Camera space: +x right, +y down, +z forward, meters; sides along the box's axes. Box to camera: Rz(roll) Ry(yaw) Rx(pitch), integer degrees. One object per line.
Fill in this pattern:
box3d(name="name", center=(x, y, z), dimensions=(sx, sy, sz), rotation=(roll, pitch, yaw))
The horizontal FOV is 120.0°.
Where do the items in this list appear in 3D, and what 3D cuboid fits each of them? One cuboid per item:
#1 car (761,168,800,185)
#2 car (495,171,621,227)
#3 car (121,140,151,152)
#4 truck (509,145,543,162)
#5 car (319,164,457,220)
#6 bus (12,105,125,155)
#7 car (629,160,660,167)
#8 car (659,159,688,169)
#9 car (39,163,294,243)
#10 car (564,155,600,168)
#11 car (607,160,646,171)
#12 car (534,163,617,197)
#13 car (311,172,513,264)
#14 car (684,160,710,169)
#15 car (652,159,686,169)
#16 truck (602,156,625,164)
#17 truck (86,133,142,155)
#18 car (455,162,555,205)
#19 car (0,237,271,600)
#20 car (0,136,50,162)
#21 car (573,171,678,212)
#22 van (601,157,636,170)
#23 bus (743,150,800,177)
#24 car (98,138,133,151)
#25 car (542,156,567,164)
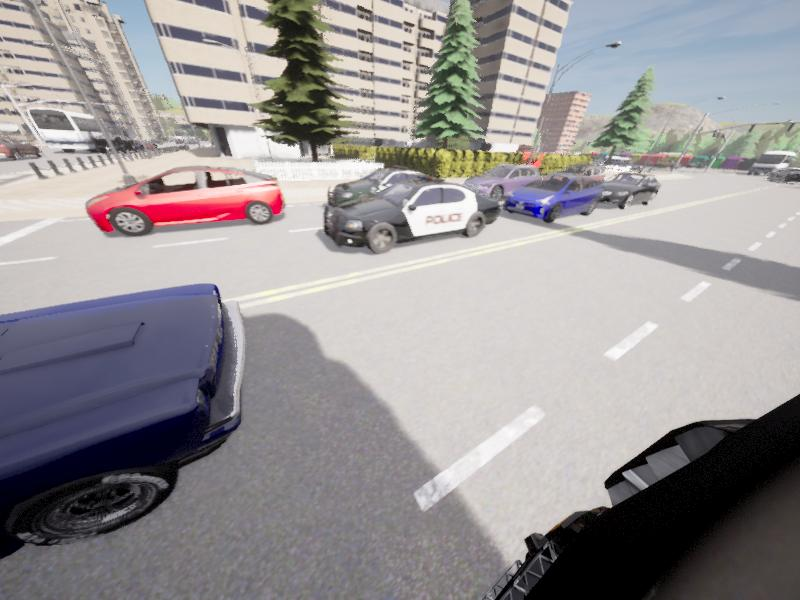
box3d(name="car", center=(54.356, -17.341, 32.299), dimensions=(1.930, 1.638, 5.238), rotation=(20, 37, 24))
box3d(name="car", center=(6.470, -4.311, 9.512), dimensions=(4.514, 1.525, 2.007), rotation=(-16, 38, -26))
box3d(name="car", center=(-40.789, -23.885, 35.815), dimensions=(1.816, 1.474, 4.193), rotation=(-16, 38, -26))
box3d(name="truck", center=(38.368, -44.940, 70.793), dimensions=(2.891, 3.827, 8.468), rotation=(-16, 38, -26))
box3d(name="car", center=(-0.401, -4.565, 9.422), dimensions=(4.974, 1.542, 2.038), rotation=(-16, 38, -26))
box3d(name="bus", center=(-41.158, -21.453, 29.615), dimensions=(3.944, 4.253, 10.273), rotation=(-16, 38, -26))
box3d(name="car", center=(67.079, -37.456, 63.392), dimensions=(2.033, 1.415, 5.357), rotation=(-16, 38, -26))
box3d(name="car", center=(67.957, -33.786, 57.504), dimensions=(1.905, 1.878, 3.866), rotation=(-16, 38, -26))
box3d(name="car", center=(-5.826, -3.037, 6.754), dimensions=(4.514, 1.525, 2.007), rotation=(-15, 37, -24))
box3d(name="car", center=(40.218, -30.797, 51.241), dimensions=(2.150, 2.045, 5.566), rotation=(-16, 38, -26))
box3d(name="car", center=(44.399, -26.432, 45.491), dimensions=(2.128, 1.511, 4.902), rotation=(-16, 38, -26))
box3d(name="car", center=(11.703, -8.120, 15.475), dimensions=(4.611, 1.667, 2.242), rotation=(-16, 38, -26))
box3d(name="car", center=(0.430, -2.569, 6.472), dimensions=(4.974, 1.542, 2.038), rotation=(-16, 38, -26))
box3d(name="car", center=(84.918, -38.700, 66.062), dimensions=(1.905, 1.878, 3.866), rotation=(-16, 38, -26))
box3d(name="car", center=(65.425, -33.093, 56.282), dimensions=(1.932, 1.855, 4.605), rotation=(-16, 38, -26))
box3d(name="truck", center=(69.065, -45.364, 74.842), dimensions=(2.069, 2.038, 4.478), rotation=(-16, 38, -26))
box3d(name="truck", center=(-37.048, -20.376, 30.220), dimensions=(2.390, 2.098, 6.274), rotation=(-15, 38, -25))
box3d(name="car", center=(5.619, -6.343, 12.423), dimensions=(4.856, 1.649, 2.033), rotation=(-16, 38, -26))
box3d(name="car", center=(-3.544, 0.913, 1.170), dimensions=(4.718, 1.301, 1.895), rotation=(-16, 38, -26))
box3d(name="car", center=(-33.576, -12.941, 19.691), dimensions=(2.152, 1.651, 5.027), rotation=(-16, 38, -26))
box3d(name="car", center=(11.980, -5.897, 12.290), dimensions=(4.902, 1.511, 2.128), rotation=(-16, 38, -26))
box3d(name="van", center=(46.083, -28.883, 48.763), dimensions=(2.069, 2.038, 4.480), rotation=(-16, 38, -26))
box3d(name="bus", center=(75.876, -27.698, 46.995), dimensions=(10.273, 4.253, 3.944), rotation=(-15, 38, -25))
box3d(name="car", center=(-46.225, -25.412, 37.711), dimensions=(2.128, 1.511, 4.902), rotation=(-16, 38, -26))
box3d(name="car", center=(43.161, -39.142, 64.644), dimensions=(2.152, 1.651, 5.027), rotation=(-16, 38, -26))
